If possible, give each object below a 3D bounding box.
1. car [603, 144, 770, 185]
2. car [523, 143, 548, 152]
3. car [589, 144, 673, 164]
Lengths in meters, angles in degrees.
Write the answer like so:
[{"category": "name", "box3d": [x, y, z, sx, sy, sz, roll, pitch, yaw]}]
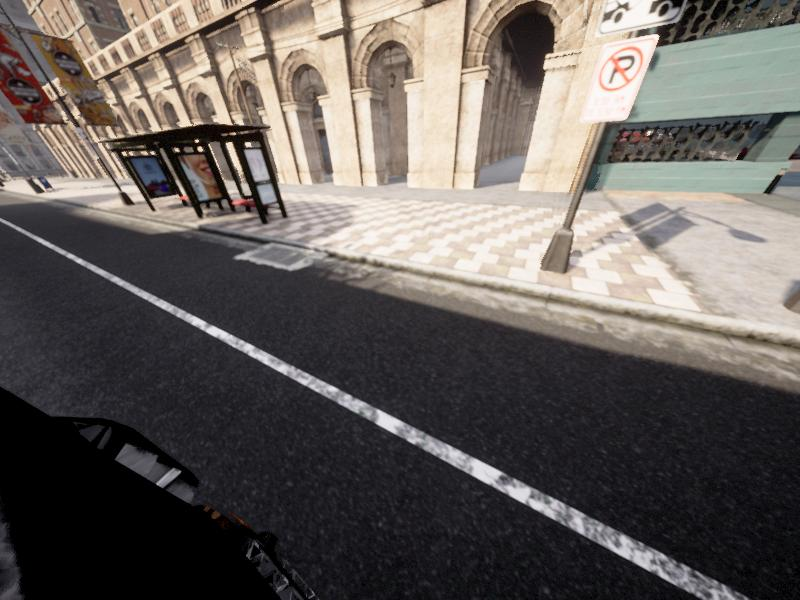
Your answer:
[{"category": "car", "box3d": [13.814, -6.910, 11.772, 4.786, 1.482, 2.161, 15, 37, 24]}, {"category": "car", "box3d": [30.758, -34.650, 52.441, 4.674, 1.442, 1.812, 14, 37, 24]}, {"category": "car", "box3d": [19.652, -12.628, 20.018, 4.718, 1.301, 1.895, 15, 37, 24]}]
